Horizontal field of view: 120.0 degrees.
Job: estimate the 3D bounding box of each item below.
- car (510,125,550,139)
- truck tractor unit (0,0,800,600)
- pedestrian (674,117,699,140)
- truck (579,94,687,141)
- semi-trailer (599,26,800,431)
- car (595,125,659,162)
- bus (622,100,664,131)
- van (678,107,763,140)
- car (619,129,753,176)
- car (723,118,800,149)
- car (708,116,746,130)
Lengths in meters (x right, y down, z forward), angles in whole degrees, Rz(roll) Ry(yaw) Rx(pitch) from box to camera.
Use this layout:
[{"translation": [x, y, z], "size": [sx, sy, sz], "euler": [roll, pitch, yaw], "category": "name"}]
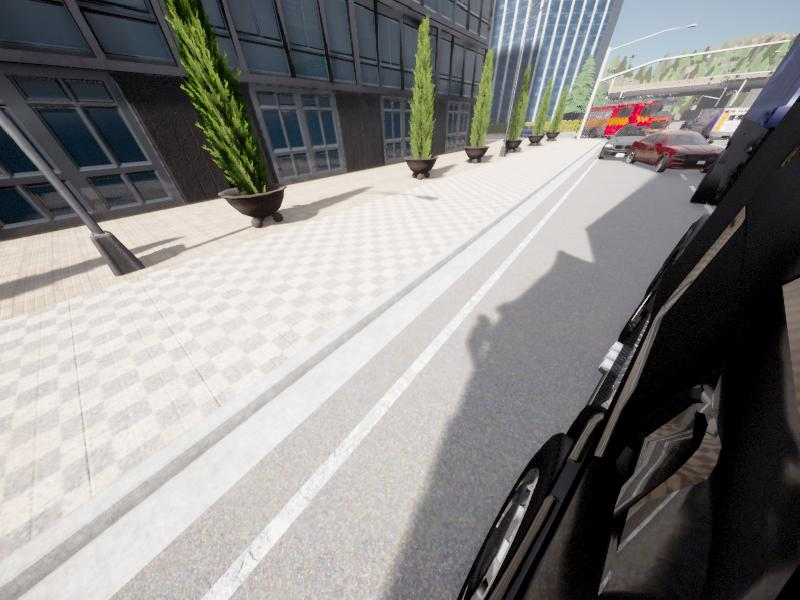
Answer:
[{"translation": [20.546, -26.706, 36.676], "size": [4.856, 1.649, 2.033], "euler": [24, 44, 31], "category": "car"}, {"translation": [2.645, -0.295, 0.351], "size": [6.516, 4.208, 3.053], "euler": [-28, 44, -30], "category": "truck tractor unit"}, {"translation": [29.069, -17.377, 23.460], "size": [0.751, 1.860, 0.751], "euler": [-28, 44, -30], "category": "pedestrian"}, {"translation": [27.017, -21.719, 27.785], "size": [2.891, 3.827, 8.468], "euler": [-8, 37, -8], "category": "truck"}, {"translation": [8.619, -3.658, 4.304], "size": [14.254, 4.402, 2.717], "euler": [-29, 44, -31], "category": "semi-trailer"}, {"translation": [14.776, -10.241, 15.022], "size": [2.242, 1.667, 4.611], "euler": [25, 45, 33], "category": "car"}, {"translation": [47.639, -36.317, 45.653], "size": [3.944, 4.253, 10.273], "euler": [24, 44, 31], "category": "bus"}, {"translation": [33.040, -18.470, 24.242], "size": [2.351, 2.431, 6.366], "euler": [14, 40, 21], "category": "van"}, {"translation": [13.475, -7.459, 11.479], "size": [1.882, 1.535, 5.008], "euler": [9, 38, 16], "category": "car"}, {"translation": [27.293, -12.705, 17.554], "size": [1.930, 1.638, 5.238], "euler": [24, 45, 31], "category": "car"}, {"translation": [50.386, -27.415, 35.751], "size": [2.242, 1.667, 4.611], "euler": [24, 44, 31], "category": "car"}]
